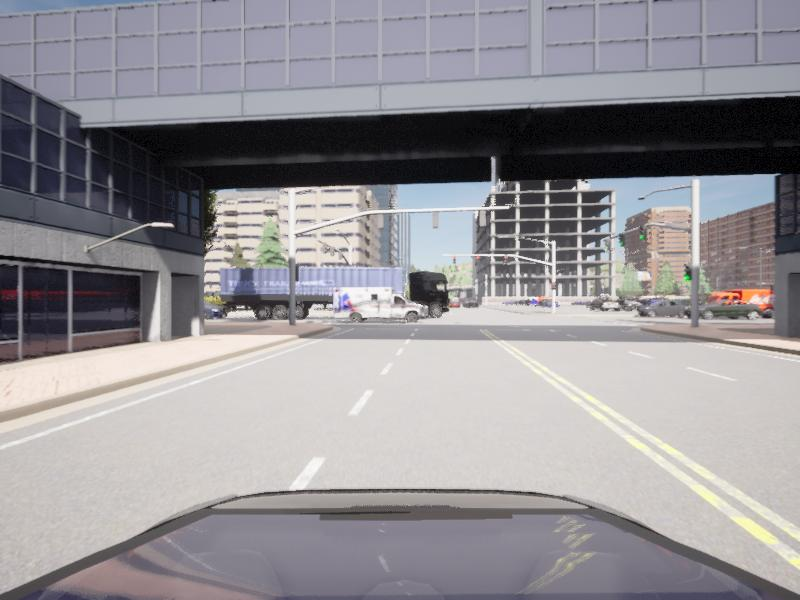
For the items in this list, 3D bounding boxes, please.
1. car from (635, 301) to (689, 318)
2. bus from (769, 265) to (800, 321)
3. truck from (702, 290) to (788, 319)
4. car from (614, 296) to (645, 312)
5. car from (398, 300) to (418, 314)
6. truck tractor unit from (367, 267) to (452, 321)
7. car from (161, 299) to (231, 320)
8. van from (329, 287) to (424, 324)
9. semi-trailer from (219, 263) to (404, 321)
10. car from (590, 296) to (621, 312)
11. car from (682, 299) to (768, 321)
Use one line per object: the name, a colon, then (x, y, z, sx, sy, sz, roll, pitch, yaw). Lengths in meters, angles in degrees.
car: (23.610, 0.822, 36.122, 3.633, 1.501, 1.845, 0, 0, 6)
bus: (35.901, -0.543, 31.064, 10.273, 4.253, 3.944, 0, 0, 7)
truck: (30.364, 0.350, 35.375, 5.204, 2.467, 2.627, 0, 0, 7)
car: (28.613, 0.495, 49.988, 1.905, 1.878, 3.866, 0, 0, 5)
car: (1.036, 0.830, 49.979, 2.038, 1.542, 4.974, 0, 0, 6)
truck tractor unit: (0.801, -0.516, 33.826, 6.516, 4.208, 3.053, 0, 0, -26)
car: (-16.630, 0.765, 32.752, 4.611, 1.667, 2.242, 0, 0, 5)
van: (-1.523, 0.380, 27.897, 6.366, 2.431, 2.351, 0, 0, 5)
semi-trailer: (-6.908, -0.615, 32.564, 14.254, 4.402, 2.717, 0, 0, -4)
car: (25.737, 0.493, 50.316, 1.932, 1.855, 4.605, 0, 0, 5)
car: (26.133, 0.775, 32.346, 5.027, 1.651, 2.152, 0, 0, 5)
